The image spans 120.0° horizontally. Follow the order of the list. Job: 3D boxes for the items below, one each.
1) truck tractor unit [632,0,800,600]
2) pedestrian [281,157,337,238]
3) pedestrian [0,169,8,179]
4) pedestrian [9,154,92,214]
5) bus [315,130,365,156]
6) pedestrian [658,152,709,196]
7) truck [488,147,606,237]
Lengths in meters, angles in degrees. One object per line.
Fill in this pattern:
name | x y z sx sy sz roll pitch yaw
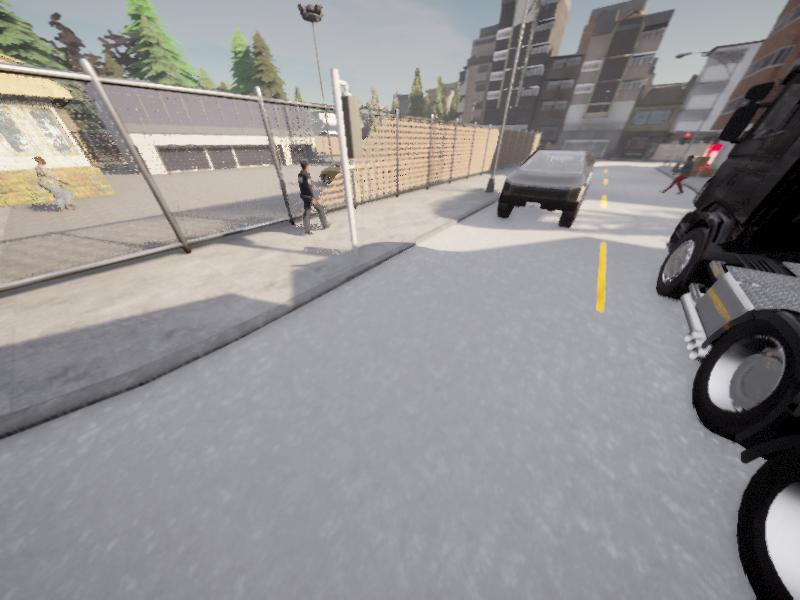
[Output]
truck tractor unit | 4.601 -0.629 1.259 3.053 4.208 6.516 23 41 30
pedestrian | -2.416 -2.779 6.298 0.751 1.860 0.751 21 39 28
pedestrian | -29.648 -9.732 16.543 0.751 1.860 0.751 23 41 30
pedestrian | -12.782 -4.277 8.526 0.751 1.860 0.751 14 37 19
bus | -12.730 -34.394 50.732 3.944 4.253 10.273 21 39 27
pedestrian | 14.248 -6.362 11.683 0.751 1.860 0.751 20 39 27
truck | 5.895 -4.556 8.891 2.390 2.098 6.274 23 40 30
